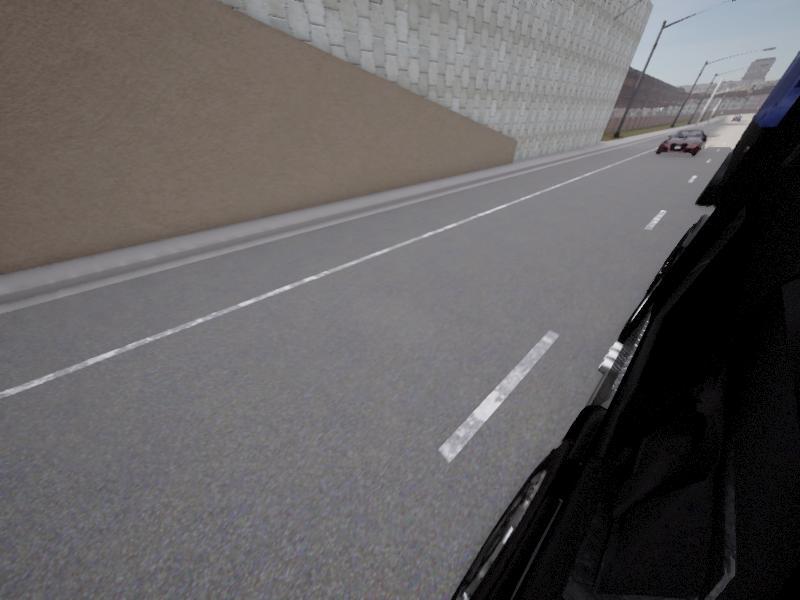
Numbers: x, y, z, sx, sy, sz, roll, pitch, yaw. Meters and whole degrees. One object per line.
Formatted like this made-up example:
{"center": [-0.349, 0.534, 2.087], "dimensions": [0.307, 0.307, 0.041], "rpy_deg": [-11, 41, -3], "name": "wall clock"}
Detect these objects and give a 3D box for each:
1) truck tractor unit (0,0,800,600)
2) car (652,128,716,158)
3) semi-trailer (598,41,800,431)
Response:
{"center": [2.645, -0.295, 0.351], "dimensions": [6.516, 4.208, 3.053], "rpy_deg": [-28, 44, -30], "name": "truck tractor unit"}
{"center": [19.666, -10.914, 15.981], "dimensions": [4.181, 1.385, 1.994], "rpy_deg": [-28, 44, -30], "name": "car"}
{"center": [8.694, -3.593, 4.254], "dimensions": [14.254, 4.402, 2.717], "rpy_deg": [-28, 44, -30], "name": "semi-trailer"}
